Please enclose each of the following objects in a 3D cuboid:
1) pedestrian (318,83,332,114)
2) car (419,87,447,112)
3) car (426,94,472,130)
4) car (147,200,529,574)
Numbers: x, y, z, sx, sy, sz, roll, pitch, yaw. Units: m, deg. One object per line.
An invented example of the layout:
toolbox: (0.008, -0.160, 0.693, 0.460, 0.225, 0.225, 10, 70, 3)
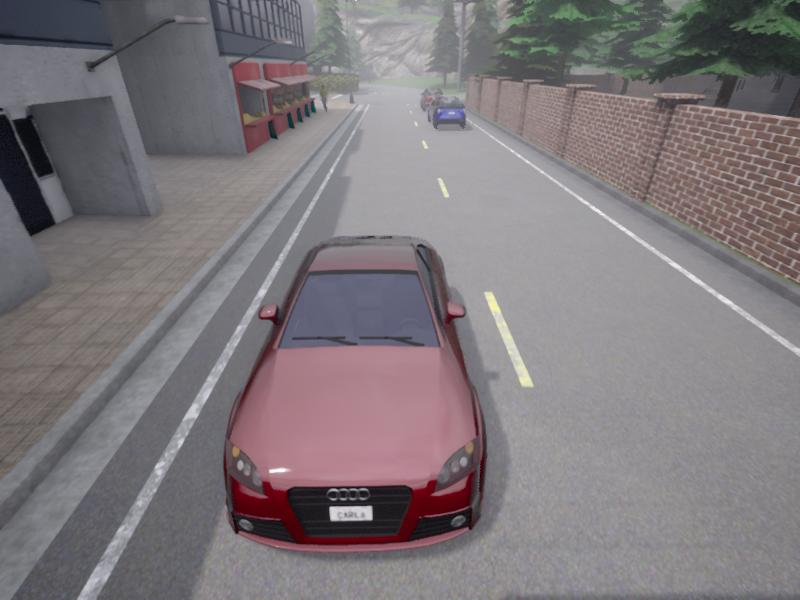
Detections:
pedestrian: (-5.124, -13.793, 27.402, 0.751, 1.860, 0.751, -1, 30, -2)
car: (2.556, -15.915, 31.685, 1.789, 1.549, 3.705, -1, 30, -1)
car: (2.735, -11.057, 23.405, 2.007, 1.525, 4.514, -1, 30, -1)
car: (-0.355, 0.236, 4.243, 1.994, 1.385, 4.181, -1, 30, -1)
